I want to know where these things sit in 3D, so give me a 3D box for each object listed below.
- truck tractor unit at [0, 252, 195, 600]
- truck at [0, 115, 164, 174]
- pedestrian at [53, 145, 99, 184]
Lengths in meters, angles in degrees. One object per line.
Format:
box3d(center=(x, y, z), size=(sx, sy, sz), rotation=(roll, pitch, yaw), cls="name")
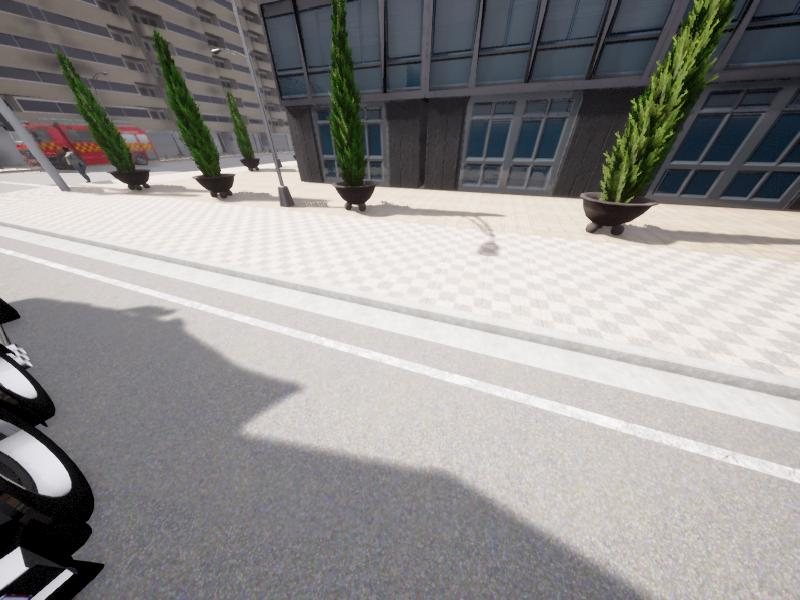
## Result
box3d(center=(-5.090, -0.322, 0.810), size=(6.516, 4.208, 3.053), rotation=(19, 39, 25), cls="truck tractor unit")
box3d(center=(-29.140, -14.694, 21.871), size=(2.891, 3.827, 8.468), rotation=(11, 37, 16), cls="truck")
box3d(center=(-18.644, -7.814, 13.326), size=(0.751, 1.860, 0.751), rotation=(25, 42, 31), cls="pedestrian")
